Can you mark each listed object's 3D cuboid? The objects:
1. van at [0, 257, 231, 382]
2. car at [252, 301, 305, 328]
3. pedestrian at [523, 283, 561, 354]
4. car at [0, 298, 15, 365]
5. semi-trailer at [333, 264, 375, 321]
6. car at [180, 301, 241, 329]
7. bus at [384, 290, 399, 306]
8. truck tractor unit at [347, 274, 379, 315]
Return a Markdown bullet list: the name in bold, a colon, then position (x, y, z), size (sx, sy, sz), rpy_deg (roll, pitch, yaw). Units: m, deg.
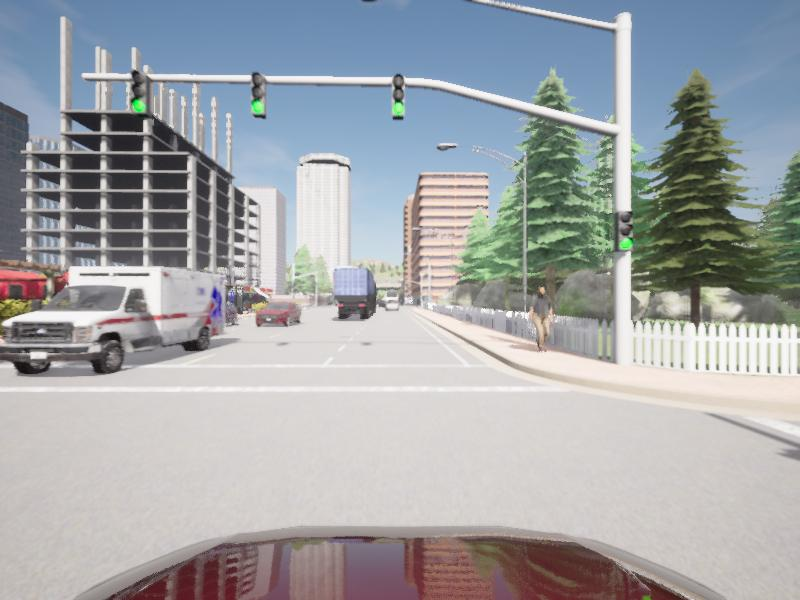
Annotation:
- **van**: position (-7.132, 0.376, 11.007), size (2.351, 2.431, 6.366), rpy_deg (0, 0, -1)
- **car**: position (-7.423, 0.819, 24.934), size (1.882, 1.535, 5.008), rpy_deg (0, 0, -1)
- **pedestrian**: position (3.849, 0.486, 10.871), size (0.751, 1.860, 0.751), rpy_deg (0, 0, -1)
- **car**: position (-11.466, 0.779, 8.024), size (2.152, 1.651, 5.027), rpy_deg (0, 0, 13)
- **semi-trailer**: position (-3.955, -0.614, 37.738), size (2.717, 4.402, 14.254), rpy_deg (0, 0, -1)
- **car**: position (-10.889, 0.822, 23.272), size (1.845, 1.501, 3.633), rpy_deg (0, 0, -1)
- **bus**: position (-2.414, -0.550, 111.238), size (3.944, 4.253, 10.273), rpy_deg (0, 0, -1)
- **truck tractor unit**: position (-4.110, -0.527, 45.683), size (3.053, 4.208, 6.516), rpy_deg (2, -1, -1)
